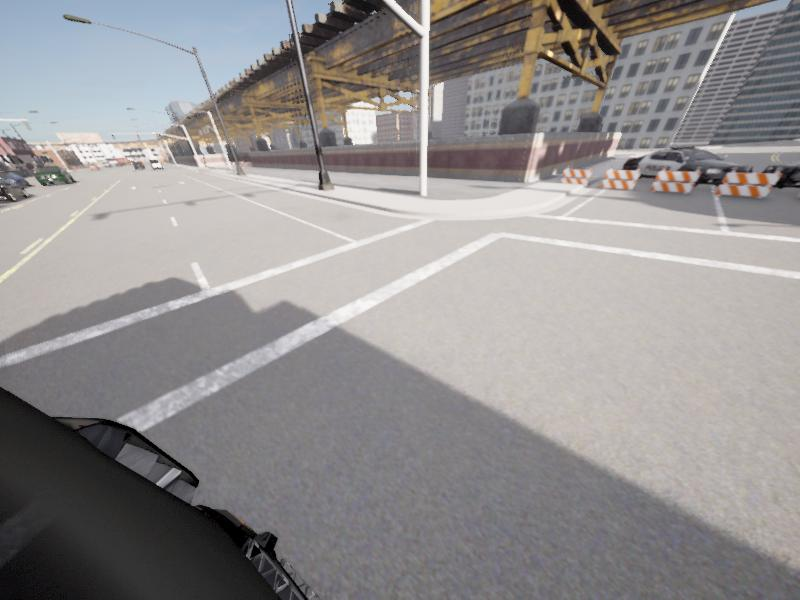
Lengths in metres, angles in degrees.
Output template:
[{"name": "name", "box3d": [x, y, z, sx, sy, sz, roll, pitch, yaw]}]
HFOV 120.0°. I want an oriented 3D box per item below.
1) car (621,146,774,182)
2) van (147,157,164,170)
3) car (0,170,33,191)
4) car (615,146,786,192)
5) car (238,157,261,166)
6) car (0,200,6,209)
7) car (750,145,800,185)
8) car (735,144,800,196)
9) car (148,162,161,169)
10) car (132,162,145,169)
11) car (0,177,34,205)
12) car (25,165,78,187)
[{"name": "car", "box3d": [14.000, -6.847, 11.446, 1.853, 1.218, 4.536, -2, 34, 1]}, {"name": "van", "box3d": [-62.035, -34.580, 58.496, 1.988, 2.561, 5.915, -29, 42, -34]}, {"name": "car", "box3d": [-44.847, -13.576, 26.241, 2.097, 1.767, 4.553, -29, 42, -34]}, {"name": "car", "box3d": [14.007, -6.687, 11.490, 2.038, 1.542, 4.974, -2, 34, 1]}, {"name": "car", "box3d": [-34.721, -32.028, 53.395, 2.038, 1.542, 4.974, -2, 34, 1]}, {"name": "car", "box3d": [-25.210, -5.467, 12.898, 1.994, 1.385, 4.181, -28, 41, -32]}, {"name": "car", "box3d": [17.227, -5.082, 8.540, 4.536, 1.218, 1.853, 4, 34, 10]}, {"name": "car", "box3d": [17.183, -4.954, 8.636, 4.974, 1.542, 2.038, 4, 34, 10]}, {"name": "car", "box3d": [-74.199, -40.781, 69.821, 2.152, 1.651, 5.027, -29, 42, -34]}, {"name": "car", "box3d": [-78.445, -40.403, 69.342, 1.930, 1.638, 5.238, -29, 42, -34]}, {"name": "car", "box3d": [-29.768, -8.003, 16.952, 1.837, 1.490, 4.892, -29, 42, -34]}, {"name": "car", "box3d": [-42.854, -15.401, 28.607, 2.150, 2.045, 5.566, -29, 41, -34]}]
